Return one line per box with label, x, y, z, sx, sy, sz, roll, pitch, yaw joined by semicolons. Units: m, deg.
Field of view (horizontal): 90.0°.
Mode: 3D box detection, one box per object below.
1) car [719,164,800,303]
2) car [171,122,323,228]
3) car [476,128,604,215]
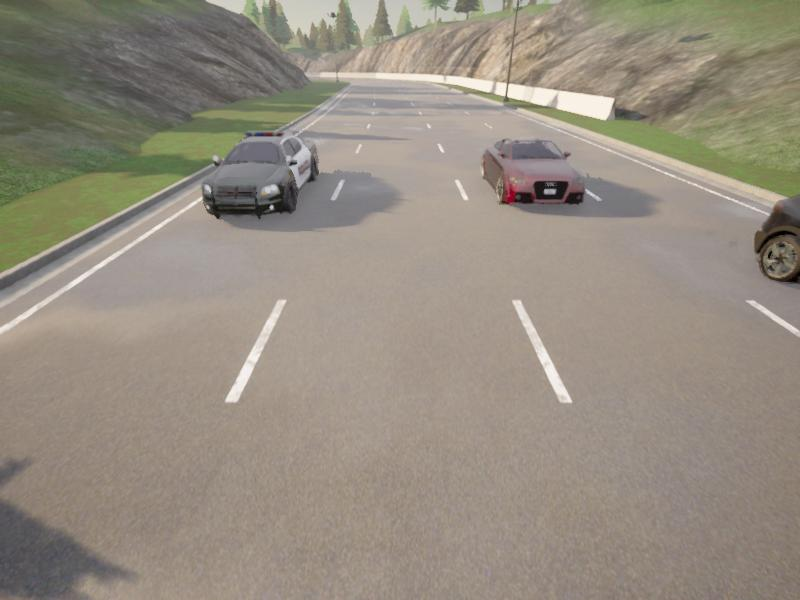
car;6.987;-0.328;4.969;2.033;1.649;4.856;0;30;0
car;-3.512;-3.498;10.460;2.038;1.542;4.974;0;31;0
car;3.488;-3.671;10.938;1.994;1.385;4.181;0;30;0
